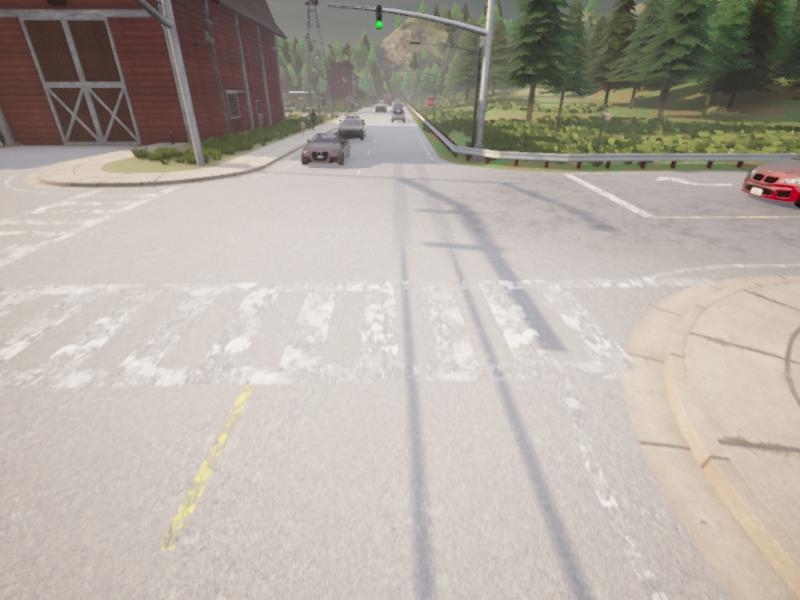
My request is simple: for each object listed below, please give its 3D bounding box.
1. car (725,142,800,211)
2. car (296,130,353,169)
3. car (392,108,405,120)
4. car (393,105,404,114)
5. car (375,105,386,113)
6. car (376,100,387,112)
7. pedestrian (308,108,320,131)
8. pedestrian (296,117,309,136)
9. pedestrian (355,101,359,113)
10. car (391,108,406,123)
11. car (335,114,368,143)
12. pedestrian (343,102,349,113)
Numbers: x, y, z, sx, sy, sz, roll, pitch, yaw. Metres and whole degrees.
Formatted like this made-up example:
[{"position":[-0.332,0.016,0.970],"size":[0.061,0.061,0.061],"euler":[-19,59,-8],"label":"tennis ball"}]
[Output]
[{"position":[13.461,-3.883,12.357],"size":[4.611,1.667,2.242],"euler":[0,27,-1],"label":"car"},{"position":[-3.642,-7.649,20.109],"size":[1.994,1.385,4.181],"euler":[0,27,1],"label":"car"},{"position":[-0.244,-26.263,56.410],"size":[1.812,1.442,4.674],"euler":[0,27,0],"label":"car"},{"position":[-0.325,-36.421,76.347],"size":[1.994,1.385,4.181],"euler":[0,27,0],"label":"car"},{"position":[-3.839,-37.172,77.895],"size":[1.895,1.301,4.718],"euler":[0,27,0],"label":"car"},{"position":[-3.870,-40.949,84.452],"size":[2.150,2.045,5.566],"euler":[0,27,0],"label":"car"},{"position":[-7.808,-16.348,36.184],"size":[0.751,1.860,0.751],"euler":[0,27,0],"label":"pedestrian"},{"position":[-7.748,-13.788,31.795],"size":[0.751,1.300,0.751],"euler":[0,27,-1],"label":"pedestrian"},{"position":[-8.016,-35.924,74.447],"size":[0.751,1.860,0.751],"euler":[-2,27,-5],"label":"pedestrian"},{"position":[-0.214,-23.278,50.395],"size":[1.851,1.617,3.988],"euler":[0,27,0],"label":"car"},{"position":[-3.630,-13.260,30.776],"size":[1.930,1.638,5.238],"euler":[0,27,0],"label":"car"},{"position":[-9.553,-34.071,70.825],"size":[0.751,1.860,0.751],"euler":[0,27,0],"label":"pedestrian"}]
